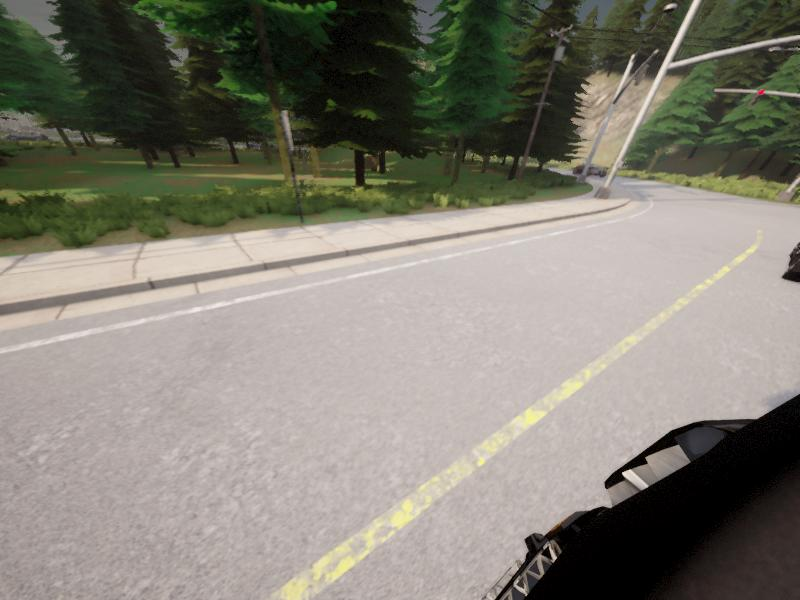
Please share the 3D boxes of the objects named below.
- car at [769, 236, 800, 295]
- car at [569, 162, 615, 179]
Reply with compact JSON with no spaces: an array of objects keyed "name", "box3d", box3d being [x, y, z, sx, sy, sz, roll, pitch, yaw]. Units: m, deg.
[{"name":"car","box3d":[10.615,-1.109,4.953,4.856,1.649,2.033,-17,39,-28]},{"name":"car","box3d":[23.314,-15.911,28.283,1.994,1.385,4.181,2,34,-2]}]
